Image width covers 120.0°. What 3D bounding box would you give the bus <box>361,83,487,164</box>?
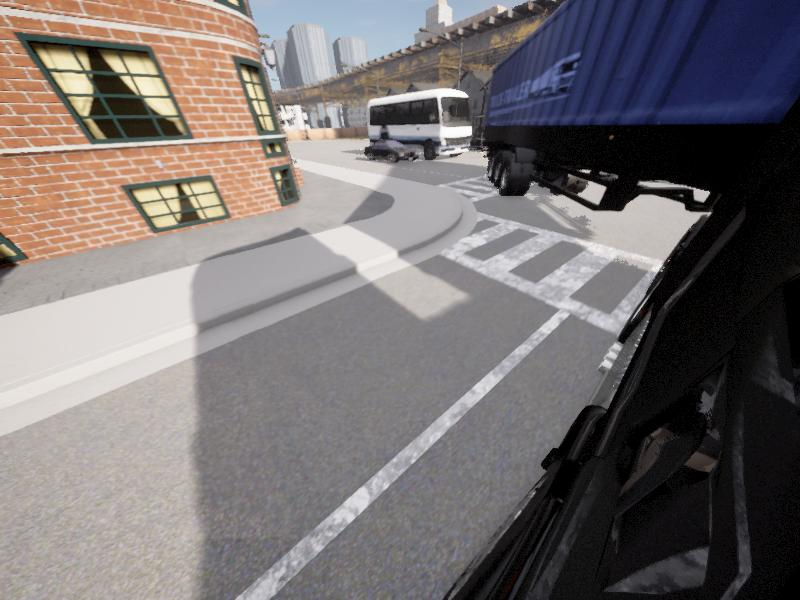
[{"bbox_3d":[1.325,-14.553,19.389,3.944,4.253,10.273,-26,44,-28],"label":"bus"}]

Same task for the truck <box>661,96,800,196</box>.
[{"bbox_3d":[13.041,-5.003,7.454,2.627,2.467,5.204,-26,42,-28],"label":"truck"}]

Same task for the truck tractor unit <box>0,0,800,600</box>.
[{"bbox_3d":[2.645,-0.295,0.351,6.516,4.208,3.053,-28,44,-30],"label":"truck tractor unit"}]

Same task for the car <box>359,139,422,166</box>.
[{"bbox_3d":[-0.879,-11.542,17.901,2.033,1.411,5.357,-26,43,-28],"label":"car"}]

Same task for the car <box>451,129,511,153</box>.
[{"bbox_3d":[7.632,-15.514,22.464,1.930,1.638,5.238,-26,42,-28],"label":"car"}]

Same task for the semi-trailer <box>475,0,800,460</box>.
[{"bbox_3d":[4.785,-4.763,5.991,2.717,4.402,14.254,3,37,6],"label":"semi-trailer"}]
